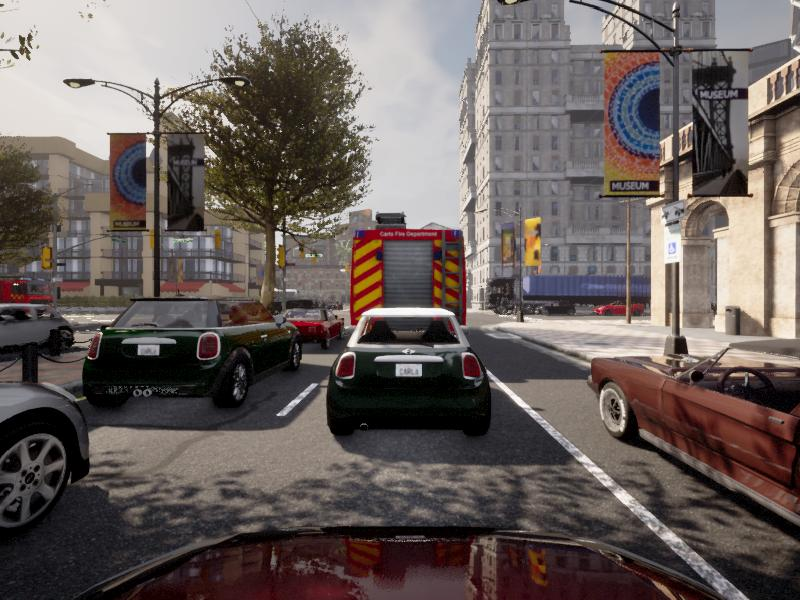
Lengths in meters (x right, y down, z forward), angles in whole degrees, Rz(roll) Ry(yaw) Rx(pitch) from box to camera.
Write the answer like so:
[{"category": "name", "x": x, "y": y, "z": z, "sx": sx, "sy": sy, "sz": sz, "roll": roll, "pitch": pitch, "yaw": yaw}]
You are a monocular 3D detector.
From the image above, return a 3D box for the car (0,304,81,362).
[{"category": "car", "x": -11.274, "y": 0.853, "z": 10.956, "sx": 1.970, "sy": 1.475, "sz": 3.806, "roll": 0, "pitch": 0, "yaw": 1}]

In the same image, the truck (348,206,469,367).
[{"category": "truck", "x": 0.274, "y": -0.321, "z": 13.781, "sx": 2.891, "sy": 3.827, "sz": 8.468, "roll": 0, "pitch": 0, "yaw": 1}]

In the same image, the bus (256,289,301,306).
[{"category": "bus", "x": -30.942, "y": -0.539, "z": 102.441, "sx": 10.273, "sy": 4.253, "sz": 3.944, "roll": 0, "pitch": 0, "yaw": 2}]

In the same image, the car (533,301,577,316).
[{"category": "car", "x": 15.373, "y": 0.827, "z": 39.827, "sx": 3.633, "sy": 1.501, "sz": 1.845, "roll": 0, "pitch": 0, "yaw": 1}]

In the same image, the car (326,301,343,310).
[{"category": "car", "x": -10.261, "y": 0.853, "z": 63.188, "sx": 1.970, "sy": 1.475, "sz": 3.806, "roll": 0, "pitch": 0, "yaw": 1}]

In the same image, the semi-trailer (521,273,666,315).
[{"category": "semi-trailer", "x": 20.679, "y": -0.618, "z": 43.257, "sx": 14.254, "sy": 4.402, "sz": 2.717, "roll": 0, "pitch": 0, "yaw": 1}]

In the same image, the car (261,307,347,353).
[{"category": "car", "x": -3.218, "y": 0.944, "z": 14.445, "sx": 1.895, "sy": 1.301, "sz": 4.718, "roll": 0, "pitch": 0, "yaw": 1}]

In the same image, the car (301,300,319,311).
[{"category": "car", "x": -13.798, "y": 0.815, "z": 61.323, "sx": 1.789, "sy": 1.549, "sz": 3.705, "roll": 0, "pitch": 0, "yaw": 1}]

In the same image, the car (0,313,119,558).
[{"category": "car", "x": -3.473, "y": 0.853, "z": 1.600, "sx": 1.970, "sy": 1.475, "sz": 3.806, "roll": 0, "pitch": 0, "yaw": 1}]

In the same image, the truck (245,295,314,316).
[{"category": "truck", "x": -12.026, "y": 0.542, "z": 40.214, "sx": 6.274, "sy": 2.098, "sz": 2.390, "roll": 0, "pitch": 0, "yaw": 1}]

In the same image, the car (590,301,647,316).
[{"category": "car", "x": 21.629, "y": 0.828, "z": 39.734, "sx": 4.514, "sy": 1.525, "sz": 2.007, "roll": 0, "pitch": 0, "yaw": 1}]

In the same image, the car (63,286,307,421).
[{"category": "car", "x": -3.355, "y": 0.694, "z": 7.527, "sx": 2.097, "sy": 1.767, "sz": 4.553, "roll": 0, "pitch": 0, "yaw": 1}]

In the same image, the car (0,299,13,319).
[{"category": "car", "x": -36.048, "y": 0.771, "z": 33.548, "sx": 5.238, "sy": 1.638, "sz": 1.930, "roll": 0, "pitch": 0, "yaw": 0}]

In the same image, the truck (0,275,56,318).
[{"category": "truck", "x": -37.345, "y": -0.320, "z": 37.063, "sx": 8.468, "sy": 3.827, "sz": 2.891, "roll": 0, "pitch": 0, "yaw": 1}]

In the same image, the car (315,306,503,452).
[{"category": "car", "x": 0.119, "y": 0.853, "z": 6.110, "sx": 1.970, "sy": 1.475, "sz": 3.806, "roll": 0, "pitch": 0, "yaw": 1}]

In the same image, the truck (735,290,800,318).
[{"category": "truck", "x": 33.880, "y": 0.357, "z": 36.013, "sx": 5.204, "sy": 2.467, "sz": 2.627, "roll": 0, "pitch": 0, "yaw": 1}]

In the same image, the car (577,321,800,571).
[{"category": "car", "x": 3.308, "y": 0.938, "z": 3.058, "sx": 1.895, "sy": 1.301, "sz": 4.718, "roll": 0, "pitch": 0, "yaw": 1}]

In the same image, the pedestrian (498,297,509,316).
[{"category": "pedestrian", "x": 10.238, "y": 0.637, "z": 39.696, "sx": 0.751, "sy": 1.860, "sz": 0.751, "roll": 0, "pitch": 0, "yaw": -30}]

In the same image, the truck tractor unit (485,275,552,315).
[{"category": "truck tractor unit", "x": 12.773, "y": -0.522, "z": 43.520, "sx": 6.516, "sy": 4.208, "sz": 3.053, "roll": 0, "pitch": 0, "yaw": 4}]
